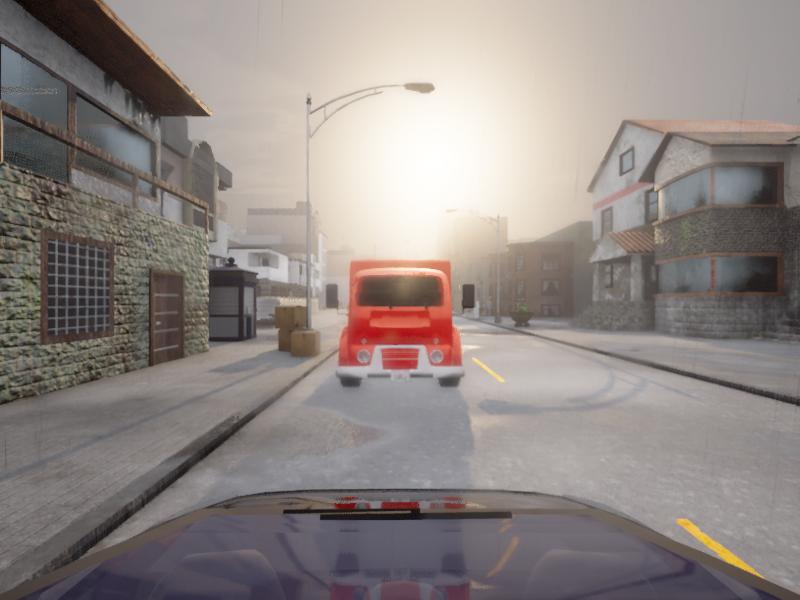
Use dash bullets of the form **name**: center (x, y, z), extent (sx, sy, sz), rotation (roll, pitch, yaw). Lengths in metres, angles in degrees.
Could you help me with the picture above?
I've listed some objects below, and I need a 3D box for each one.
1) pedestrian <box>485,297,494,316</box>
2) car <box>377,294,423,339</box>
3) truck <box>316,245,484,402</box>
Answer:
- **pedestrian**: center (8.693, 0.657, 38.877), extent (0.751, 1.860, 0.751), rotation (0, 0, 0)
- **car**: center (0.001, 0.707, 18.545), extent (1.905, 1.878, 3.866), rotation (0, 0, 0)
- **truck**: center (0.001, 0.391, 8.880), extent (2.627, 2.467, 5.204), rotation (0, 0, 0)
